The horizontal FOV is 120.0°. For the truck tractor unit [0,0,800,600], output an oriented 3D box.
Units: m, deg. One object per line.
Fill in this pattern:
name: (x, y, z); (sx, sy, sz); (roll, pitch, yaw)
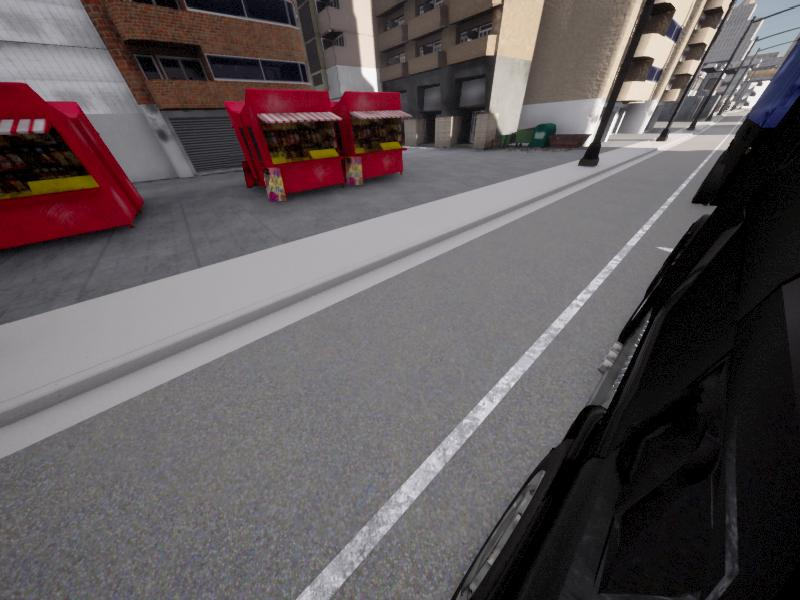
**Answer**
truck tractor unit: (2.645, -0.295, 0.351); (6.516, 4.208, 3.053); (-28, 44, -30)

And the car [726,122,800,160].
car: (22.055, -9.674, 13.940); (4.902, 1.511, 2.128); (-28, 44, -30)

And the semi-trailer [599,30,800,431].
semi-trailer: (8.635, -3.647, 4.288); (14.254, 4.402, 2.717); (-29, 44, -30)

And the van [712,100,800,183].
van: (16.398, -7.000, 9.958); (6.366, 2.431, 2.351); (-28, 44, -30)
